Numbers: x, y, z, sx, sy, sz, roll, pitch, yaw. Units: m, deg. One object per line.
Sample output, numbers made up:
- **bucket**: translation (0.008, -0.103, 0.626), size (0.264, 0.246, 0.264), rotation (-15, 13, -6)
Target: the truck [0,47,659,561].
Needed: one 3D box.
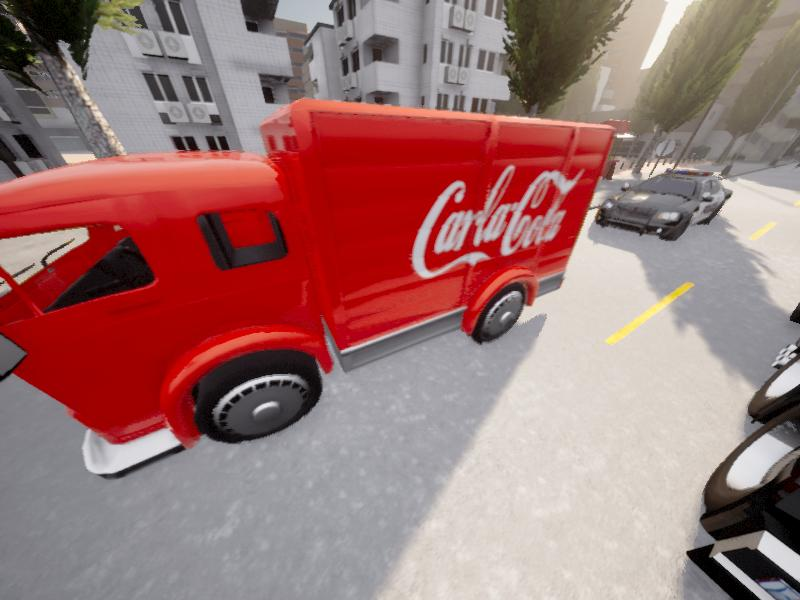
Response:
- **truck**: translation (-0.369, -0.688, 2.825), size (5.204, 2.467, 2.627), rotation (-18, 39, -25)

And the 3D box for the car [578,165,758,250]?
- **car**: translation (8.345, -3.135, 7.230), size (4.974, 1.542, 2.038), rotation (-18, 39, -24)

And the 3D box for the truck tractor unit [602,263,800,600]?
- **truck tractor unit**: translation (5.106, -0.307, 0.780), size (6.516, 4.208, 3.053), rotation (-18, 39, -24)

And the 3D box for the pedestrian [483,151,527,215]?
- **pedestrian**: translation (3.504, -3.975, 7.889), size (0.751, 1.860, 0.751), rotation (1, 35, 0)
